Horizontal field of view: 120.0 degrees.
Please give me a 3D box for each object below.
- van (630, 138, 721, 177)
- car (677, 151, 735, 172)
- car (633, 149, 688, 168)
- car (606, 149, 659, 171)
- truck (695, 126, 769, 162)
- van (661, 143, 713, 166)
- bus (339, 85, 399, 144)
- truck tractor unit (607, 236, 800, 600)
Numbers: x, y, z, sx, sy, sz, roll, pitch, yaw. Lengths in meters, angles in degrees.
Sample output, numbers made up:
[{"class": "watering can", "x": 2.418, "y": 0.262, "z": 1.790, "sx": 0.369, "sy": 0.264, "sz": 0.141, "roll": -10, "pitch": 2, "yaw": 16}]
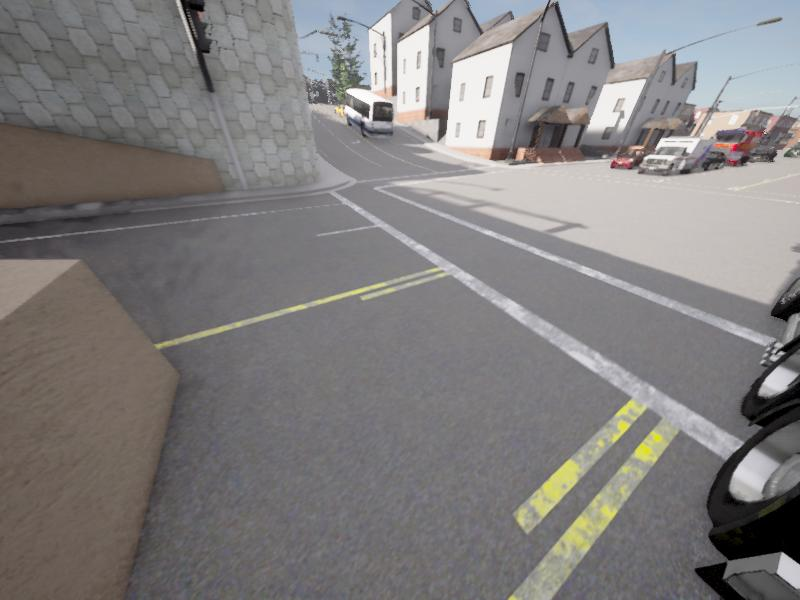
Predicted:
[{"class": "van", "x": 22.613, "y": -11.794, "z": 19.012, "sx": 6.366, "sy": 2.431, "sz": 2.351, "roll": -17, "pitch": 38, "yaw": -23}, {"class": "car", "x": 29.424, "y": -13.441, "z": 22.246, "sx": 4.892, "sy": 1.490, "sz": 1.837, "roll": -17, "pitch": 38, "yaw": -23}, {"class": "car", "x": 28.080, "y": -15.301, "z": 24.900, "sx": 4.902, "sy": 1.511, "sz": 2.128, "roll": -17, "pitch": 38, "yaw": -23}, {"class": "car", "x": 22.598, "y": -13.711, "z": 22.491, "sx": 3.988, "sy": 1.617, "sz": 1.851, "roll": -17, "pitch": 38, "yaw": -23}, {"class": "truck", "x": 46.180, "y": -21.660, "z": 32.149, "sx": 8.468, "sy": 3.827, "sz": 2.891, "roll": -17, "pitch": 38, "yaw": -23}, {"class": "van", "x": 33.762, "y": -17.219, "z": 27.232, "sx": 4.480, "sy": 2.038, "sz": 2.069, "roll": -17, "pitch": 38, "yaw": -23}, {"class": "bus", "x": -4.514, "y": -25.182, "z": 31.219, "sx": 3.944, "sy": 4.253, "sz": 10.273, "roll": -17, "pitch": 52, "yaw": -23}, {"class": "truck tractor unit", "x": 5.061, "y": -0.347, "z": 0.848, "sx": 6.516, "sy": 4.208, "sz": 3.053, "roll": -20, "pitch": 40, "yaw": -26}]
